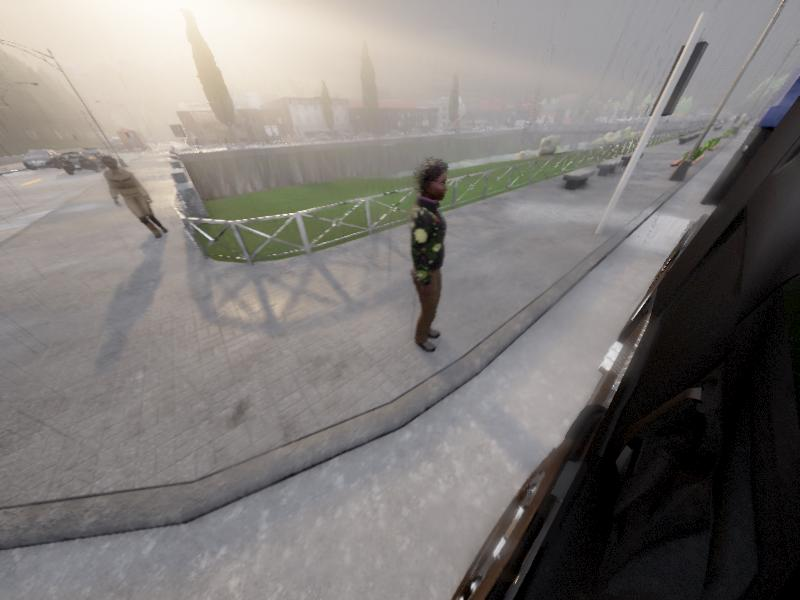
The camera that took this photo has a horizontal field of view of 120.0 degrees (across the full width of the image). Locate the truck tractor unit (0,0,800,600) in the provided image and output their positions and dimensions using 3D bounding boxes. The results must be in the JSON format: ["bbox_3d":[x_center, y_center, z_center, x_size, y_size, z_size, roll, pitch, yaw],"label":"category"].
[{"bbox_3d":[2.645,-0.295,0.352,6.516,4.208,3.053,-28,44,-30],"label":"truck tractor unit"}]

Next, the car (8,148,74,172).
[{"bbox_3d":[-35.306,-13.986,22.939,2.033,1.649,4.856,-27,43,-29],"label":"car"}]

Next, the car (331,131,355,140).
[{"bbox_3d":[-14.310,-41.380,58.197,5.238,1.638,1.930,-28,44,-29],"label":"car"}]

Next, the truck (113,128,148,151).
[{"bbox_3d":[-58.687,-35.132,50.609,2.891,3.827,8.468,-27,43,-29],"label":"truck"}]

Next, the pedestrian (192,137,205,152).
[{"bbox_3d":[-30.338,-23.373,34.751,0.751,1.860,0.751,-28,44,-30],"label":"pedestrian"}]

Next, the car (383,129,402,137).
[{"bbox_3d":[-2.175,-47.673,65.879,5.238,1.638,1.930,-27,44,-29],"label":"car"}]

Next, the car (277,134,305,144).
[{"bbox_3d":[-24.345,-36.163,51.845,5.027,1.651,2.152,-27,43,-29],"label":"car"}]

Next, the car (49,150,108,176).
[{"bbox_3d":[-26.797,-11.625,19.433,1.816,1.474,4.193,-27,43,-29],"label":"car"}]

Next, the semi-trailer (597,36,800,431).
[{"bbox_3d":[8.747,-3.563,4.193,14.254,4.402,2.717,-27,44,-29],"label":"semi-trailer"}]

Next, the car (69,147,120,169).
[{"bbox_3d":[-30.968,-14.603,23.592,2.038,1.542,4.974,-27,43,-29],"label":"car"}]

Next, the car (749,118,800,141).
[{"bbox_3d":[35.042,-16.011,21.668,4.514,1.525,2.007,-27,43,-29],"label":"car"}]

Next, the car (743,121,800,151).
[{"bbox_3d":[26.828,-11.753,16.470,4.514,1.525,2.007,-27,43,-29],"label":"car"}]

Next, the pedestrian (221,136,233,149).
[{"bbox_3d":[-28.685,-26.135,38.333,0.751,1.860,0.751,-30,45,-32],"label":"pedestrian"}]

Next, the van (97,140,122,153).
[{"bbox_3d":[-61.686,-32.757,49.116,2.069,2.038,4.480,-27,43,-29],"label":"van"}]

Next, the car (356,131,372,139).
[{"bbox_3d":[-9.539,-43.786,61.264,3.806,1.475,1.970,-28,44,-29],"label":"car"}]

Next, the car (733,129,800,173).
[{"bbox_3d":[18.244,-7.241,11.087,4.181,1.385,1.994,-27,44,-29],"label":"car"}]

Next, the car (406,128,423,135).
[{"bbox_3d":[4.410,-51.091,70.047,4.856,1.649,2.033,-27,44,-29],"label":"car"}]

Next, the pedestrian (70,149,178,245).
[{"bbox_3d":[-6.210,-2.382,5.388,0.751,1.860,0.751,-26,43,-28],"label":"pedestrian"}]

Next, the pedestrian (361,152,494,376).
[{"bbox_3d":[0.269,-0.258,2.182,0.751,1.860,0.751,12,39,18],"label":"pedestrian"}]

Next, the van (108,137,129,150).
[{"bbox_3d":[-71.746,-40.091,59.006,1.988,2.561,5.915,-27,43,-29],"label":"van"}]
